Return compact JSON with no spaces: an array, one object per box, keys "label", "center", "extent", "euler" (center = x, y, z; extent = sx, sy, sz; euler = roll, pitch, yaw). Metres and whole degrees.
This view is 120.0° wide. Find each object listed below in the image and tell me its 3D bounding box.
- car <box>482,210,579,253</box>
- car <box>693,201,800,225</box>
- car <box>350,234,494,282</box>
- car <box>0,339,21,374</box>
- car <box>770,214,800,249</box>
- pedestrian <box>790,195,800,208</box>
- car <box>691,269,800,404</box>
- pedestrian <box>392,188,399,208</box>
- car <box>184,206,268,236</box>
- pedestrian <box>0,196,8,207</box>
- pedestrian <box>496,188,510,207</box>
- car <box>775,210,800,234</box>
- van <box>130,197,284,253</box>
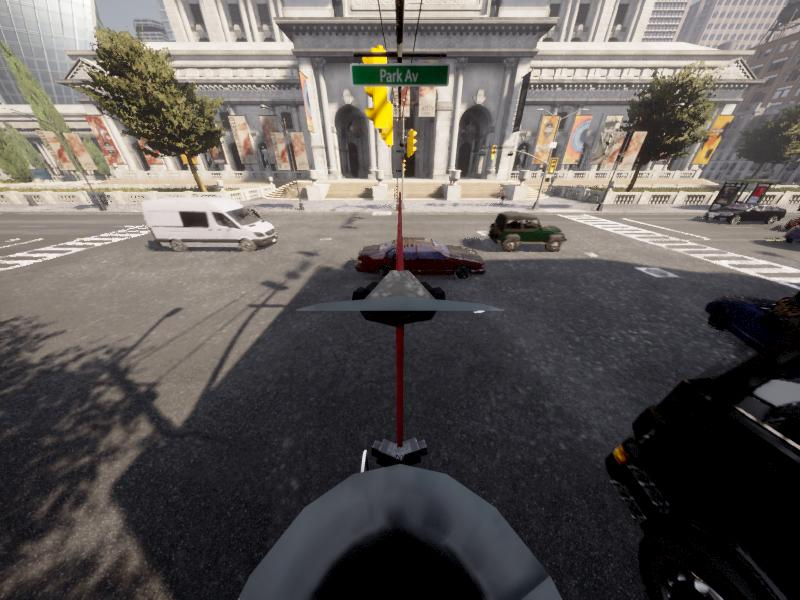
[{"label":"car","center":[6.874,-3.794,12.686],"extent":[3.866,1.878,1.905],"euler":[0,30,0]},{"label":"car","center":[27.895,-7.060,18.722],"extent":[4.902,1.511,2.128],"euler":[0,30,0]},{"label":"car","center":[0.817,-1.850,9.816],"extent":[5.357,1.411,2.033],"euler":[0,30,1]},{"label":"car","center":[-9.026,1.831,2.956],"extent":[1.932,1.855,4.605],"euler":[-12,32,-23]},{"label":"car","center":[24.998,-3.639,12.685],"extent":[5.027,1.651,2.152],"euler":[0,30,0]},{"label":"pedestrian","center":[42.851,-10.717,24.354],"extent":[0.751,1.860,0.751],"euler":[0,30,0]},{"label":"car","center":[9.219,0.896,4.978],"extent":[1.816,1.474,4.193],"euler":[12,32,21]},{"label":"pedestrian","center":[-0.458,-10.862,24.606],"extent":[0.751,1.860,0.751],"euler":[0,30,0]},{"label":"car","center":[-11.738,-5.487,15.902],"extent":[3.988,1.617,1.851],"euler":[0,30,0]},{"label":"pedestrian","center":[-44.365,-11.168,25.135],"extent":[0.751,1.860,0.751],"euler":[3,30,5]},{"label":"pedestrian","center":[11.244,-11.229,25.242],"extent":[0.751,1.860,0.751],"euler":[-4,30,-7]},{"label":"car","center":[29.592,-5.249,15.728],"extent":[4.181,1.385,1.994],"euler":[0,30,0]},{"label":"van","center":[-10.049,-4.129,12.621],"extent":[5.915,2.561,1.988],"euler":[0,30,0]}]
